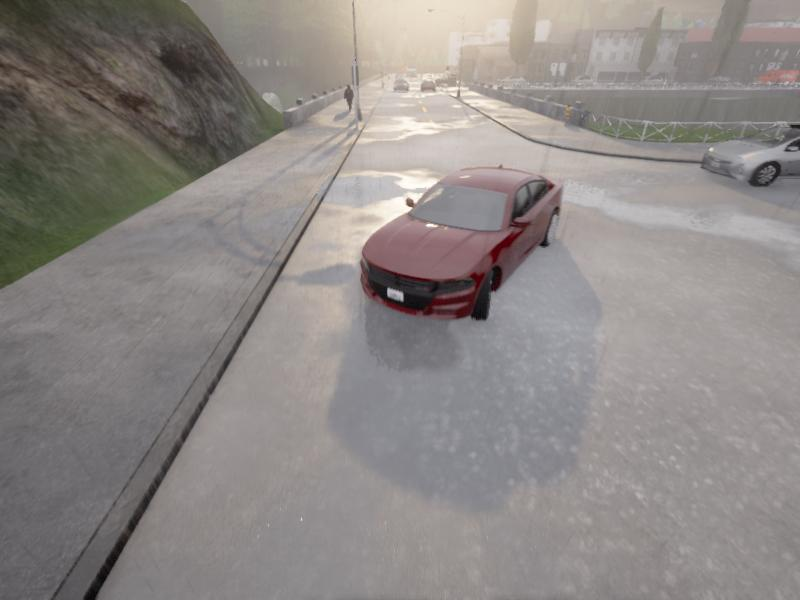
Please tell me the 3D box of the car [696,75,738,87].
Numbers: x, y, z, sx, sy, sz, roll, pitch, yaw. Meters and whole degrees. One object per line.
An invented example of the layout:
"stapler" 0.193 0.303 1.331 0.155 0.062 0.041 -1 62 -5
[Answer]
"car" 54.452 -37.668 68.775 5.238 1.638 1.930 0 30 0

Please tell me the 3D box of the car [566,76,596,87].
"car" 31.074 -37.641 68.765 3.988 1.617 1.851 0 30 0

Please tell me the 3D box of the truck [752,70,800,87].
"truck" 64.462 -38.032 68.576 5.204 2.467 2.627 0 30 0

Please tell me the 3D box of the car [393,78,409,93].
"car" 0.169 -29.265 54.513 2.038 1.542 4.974 2 31 2

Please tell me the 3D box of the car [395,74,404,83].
"car" -0.108 -46.366 83.681 1.851 1.617 3.988 0 30 0

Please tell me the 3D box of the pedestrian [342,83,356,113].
"pedestrian" -3.616 -14.451 28.608 0.751 1.860 0.751 1 30 2

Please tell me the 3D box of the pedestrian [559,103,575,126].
"pedestrian" 9.363 -10.396 22.412 0.500 1.100 0.500 0 30 0

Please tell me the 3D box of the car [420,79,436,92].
"car" 3.962 -30.435 56.677 1.994 1.385 4.181 0 30 0

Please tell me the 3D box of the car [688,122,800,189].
"car" 11.784 -4.398 12.006 4.514 1.525 2.007 -1 30 -2

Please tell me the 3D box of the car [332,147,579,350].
"car" 1.315 -1.352 6.786 1.882 1.535 5.008 18 35 29

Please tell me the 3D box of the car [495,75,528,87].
"car" 19.089 -37.640 68.745 5.027 1.651 2.152 0 30 0

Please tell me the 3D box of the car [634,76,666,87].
"car" 42.943 -37.648 68.776 3.988 1.617 1.851 0 30 0

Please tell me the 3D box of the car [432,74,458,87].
"car" 7.690 -37.346 67.978 3.866 1.878 1.905 -8 31 -14
